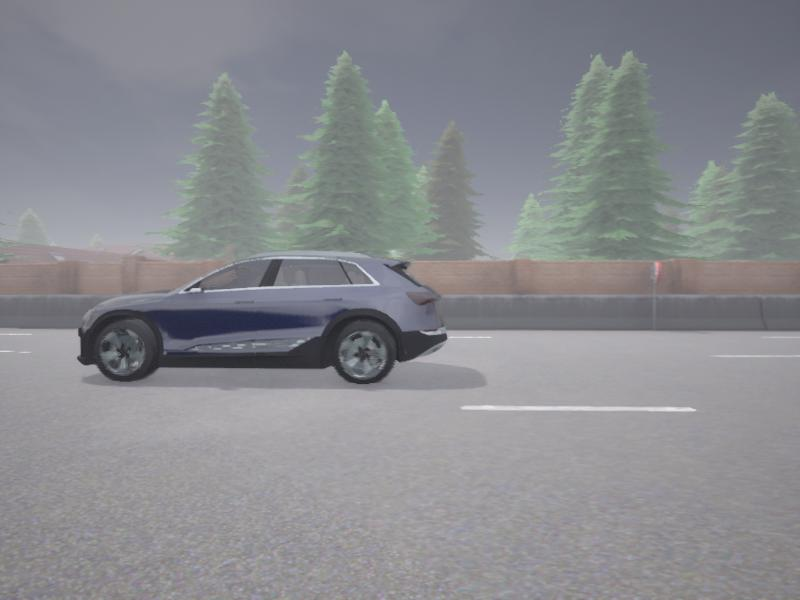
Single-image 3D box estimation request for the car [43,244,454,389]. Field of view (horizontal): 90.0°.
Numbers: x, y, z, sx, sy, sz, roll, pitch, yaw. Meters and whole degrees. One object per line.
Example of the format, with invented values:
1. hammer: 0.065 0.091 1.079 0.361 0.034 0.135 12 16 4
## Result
1. car: -1.770 0.180 5.662 4.856 1.649 2.033 0 0 3
